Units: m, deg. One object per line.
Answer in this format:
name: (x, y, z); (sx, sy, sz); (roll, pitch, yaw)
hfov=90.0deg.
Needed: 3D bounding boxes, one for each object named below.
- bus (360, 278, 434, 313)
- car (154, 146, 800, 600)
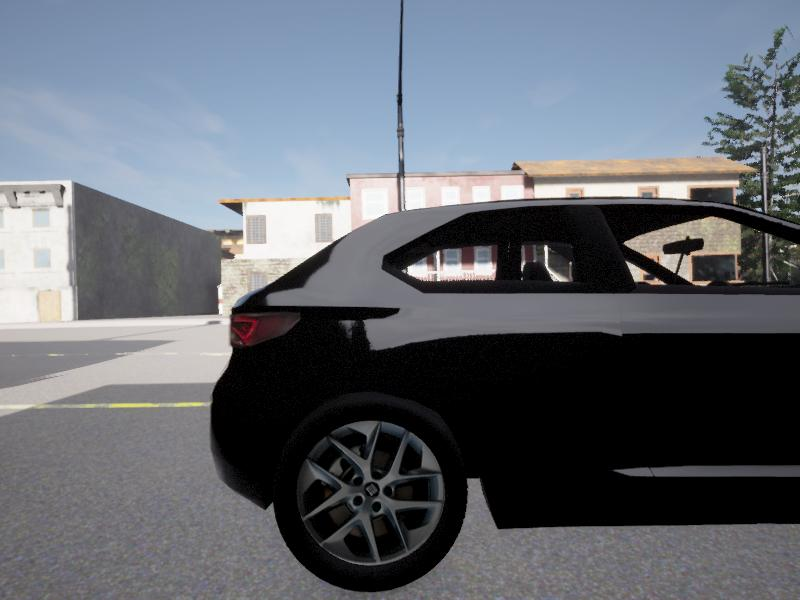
bus: (-0.602, -0.526, 54.477); (3.944, 4.253, 10.273); (-2, 0, -44)
car: (1.305, 0.254, 2.205); (4.193, 1.474, 1.816); (0, 0, -1)
